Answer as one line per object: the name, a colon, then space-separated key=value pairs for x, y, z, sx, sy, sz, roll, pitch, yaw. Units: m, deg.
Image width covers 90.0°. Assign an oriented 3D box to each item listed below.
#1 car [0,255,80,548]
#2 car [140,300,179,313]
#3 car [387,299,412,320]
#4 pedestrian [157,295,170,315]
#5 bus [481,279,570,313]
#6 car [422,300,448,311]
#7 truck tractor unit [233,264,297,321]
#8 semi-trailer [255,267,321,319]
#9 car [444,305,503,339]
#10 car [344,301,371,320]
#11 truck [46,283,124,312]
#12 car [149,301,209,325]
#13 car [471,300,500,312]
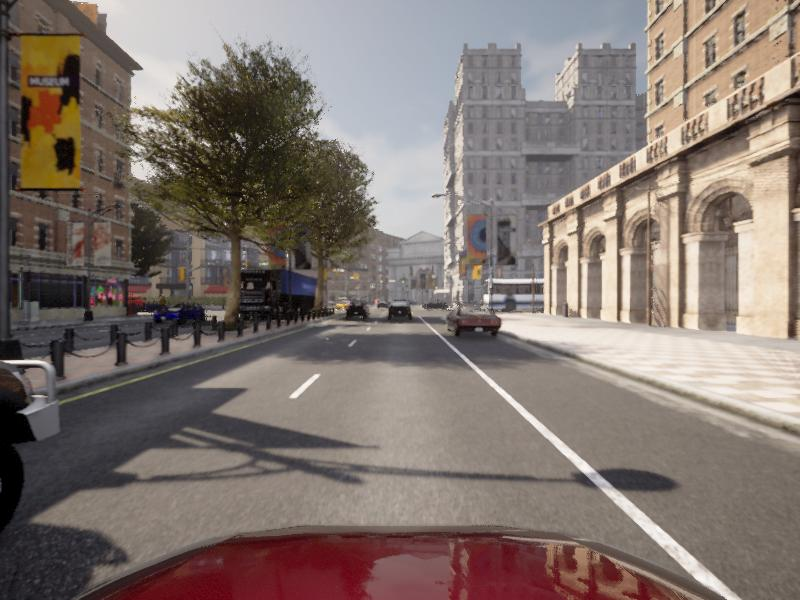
car: x=-3.494 y=0.654 z=0.858 sx=1.932 sy=1.855 sz=4.605 roll=0 pitch=0 yaw=0
car: x=-29.161 y=0.799 z=48.551 sx=3.705 sy=1.549 sz=1.789 roll=0 pitch=0 yaw=0
car: x=0.007 y=0.760 z=33.568 sx=1.930 sy=1.638 sz=5.238 roll=0 pitch=0 yaw=0
pedestrian: x=-22.263 y=0.472 z=37.689 sx=0.751 sy=1.860 sz=0.751 roll=0 pitch=0 yaw=-3
bus: x=16.214 y=-0.549 z=52.370 sx=10.273 sy=4.253 sz=3.944 roll=0 pitch=0 yaw=0
car: x=5.121 y=0.790 z=59.202 sx=3.705 sy=1.549 sz=1.789 roll=0 pitch=0 yaw=0
truck tractor unit: x=-10.891 y=-0.536 z=33.025 sx=3.053 sy=4.208 sz=6.516 roll=0 pitch=0 yaw=1
semi-trailer: x=-10.869 y=-0.631 z=40.935 sx=2.717 sy=4.402 sz=14.254 roll=0 pitch=0 yaw=0
car: x=3.267 y=0.932 z=18.758 sx=1.895 sy=1.301 sz=4.718 roll=0 pitch=0 yaw=0
car: x=-3.506 y=0.815 z=33.742 sx=1.845 sy=1.501 sz=3.633 roll=0 pitch=0 yaw=1
truck: x=-43.582 y=-0.340 z=55.494 sx=8.468 sy=3.827 sz=2.891 roll=0 pitch=0 yaw=0
car: x=-14.968 y=0.845 z=27.375 sx=1.816 sy=1.474 sz=4.193 roll=0 pitch=0 yaw=0
car: x=11.906 y=0.798 z=55.731 sx=3.705 sy=1.549 sz=1.789 roll=0 pitch=0 yaw=0
